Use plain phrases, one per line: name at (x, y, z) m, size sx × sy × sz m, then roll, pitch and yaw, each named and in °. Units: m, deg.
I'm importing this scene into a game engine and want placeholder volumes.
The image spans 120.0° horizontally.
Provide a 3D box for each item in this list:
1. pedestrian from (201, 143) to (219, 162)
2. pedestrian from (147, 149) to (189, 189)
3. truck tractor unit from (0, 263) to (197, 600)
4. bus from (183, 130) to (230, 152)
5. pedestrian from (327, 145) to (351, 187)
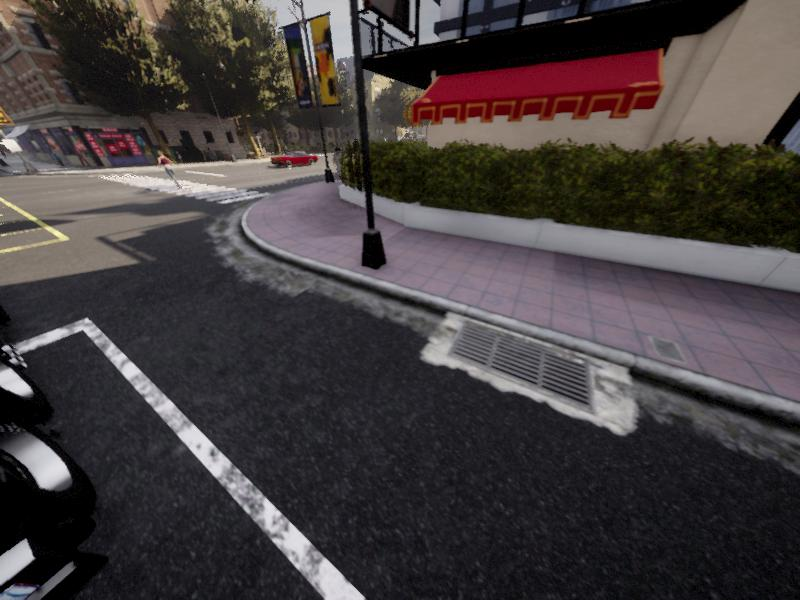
pedestrian at (-22.590, -17.578, 27.493) m, size 0.751 × 1.860 × 0.751 m, roll 14°, pitch 37°, yaw 20°
pedestrian at (-13.014, -7.362, 13.008) m, size 0.751 × 1.860 × 0.751 m, roll 17°, pitch 39°, yaw 24°
truck tractor unit at (-5.107, -0.306, 0.779) m, size 6.516 × 4.208 × 3.053 m, roll 19°, pitch 39°, yaw 24°
bus at (-47.875, -39.424, 57.291) m, size 10.273 × 4.253 × 3.944 m, roll 18°, pitch 39°, yaw 24°
pedestrian at (-3.204, -7.116, 12.306) m, size 0.751 × 1.860 × 0.751 m, roll 5°, pitch 35°, yaw 8°
